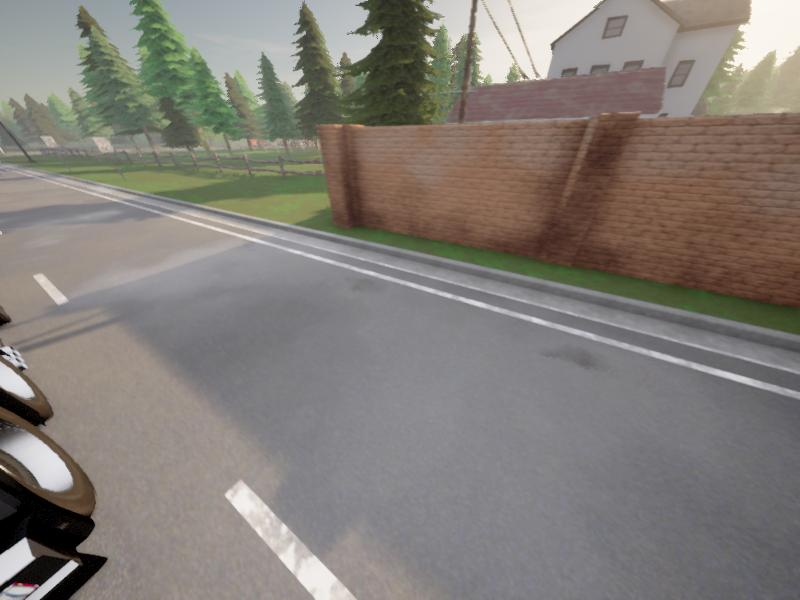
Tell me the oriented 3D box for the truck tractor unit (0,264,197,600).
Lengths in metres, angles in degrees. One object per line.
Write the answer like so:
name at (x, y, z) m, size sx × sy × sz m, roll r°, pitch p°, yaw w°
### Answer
truck tractor unit at (-5.114, -0.295, 0.790) m, size 6.516 × 4.208 × 3.053 m, roll 18°, pitch 39°, yaw 24°
